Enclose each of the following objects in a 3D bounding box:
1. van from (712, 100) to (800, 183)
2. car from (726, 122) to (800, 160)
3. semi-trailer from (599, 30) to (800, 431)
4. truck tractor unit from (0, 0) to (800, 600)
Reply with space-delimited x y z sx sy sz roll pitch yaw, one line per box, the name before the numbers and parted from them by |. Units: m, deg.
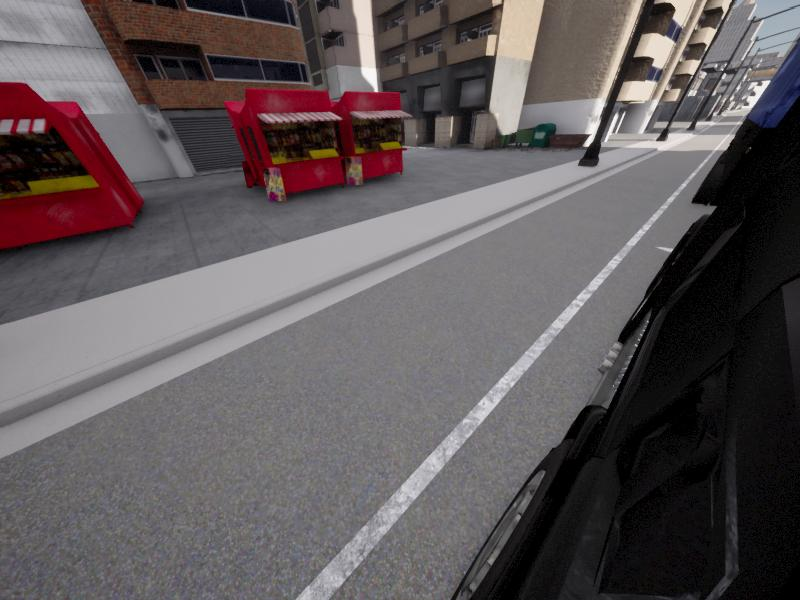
van | 16.398 -6.998 9.960 6.366 2.431 2.351 -28 44 -30
car | 22.055 -9.673 13.940 4.902 1.511 2.128 -28 44 -30
semi-trailer | 8.635 -3.647 4.288 14.254 4.402 2.717 -29 44 -30
truck tractor unit | 2.645 -0.295 0.351 6.516 4.208 3.053 -28 44 -30
